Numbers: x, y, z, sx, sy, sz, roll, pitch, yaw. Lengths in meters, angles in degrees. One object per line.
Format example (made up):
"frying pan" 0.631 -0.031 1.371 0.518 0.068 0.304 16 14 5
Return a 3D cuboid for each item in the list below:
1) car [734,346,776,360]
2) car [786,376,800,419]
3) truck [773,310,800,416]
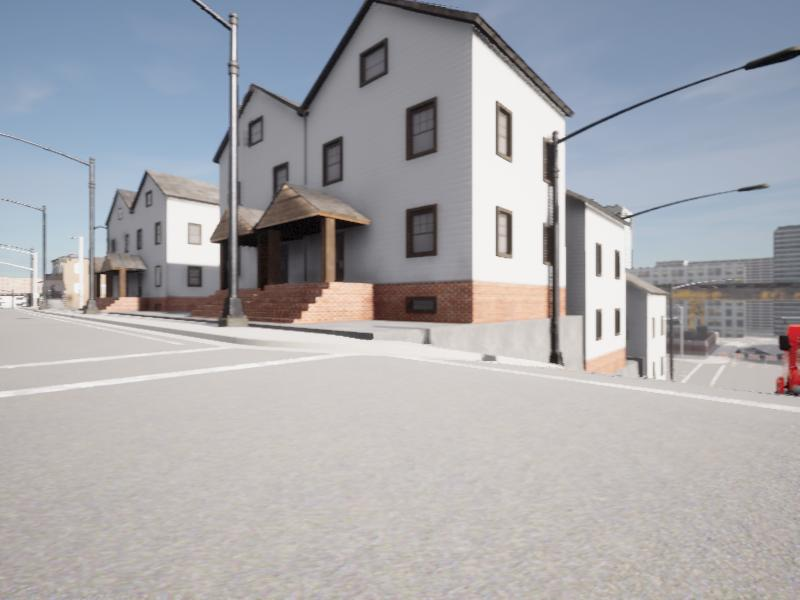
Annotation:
"car" 56.337 8.386 63.583 2.038 1.542 4.974 0 0 -3
"car" 16.966 4.123 16.212 1.816 1.474 4.193 -1 -14 43
"truck" 12.395 2.056 11.308 2.627 2.467 5.204 -1 -15 42
